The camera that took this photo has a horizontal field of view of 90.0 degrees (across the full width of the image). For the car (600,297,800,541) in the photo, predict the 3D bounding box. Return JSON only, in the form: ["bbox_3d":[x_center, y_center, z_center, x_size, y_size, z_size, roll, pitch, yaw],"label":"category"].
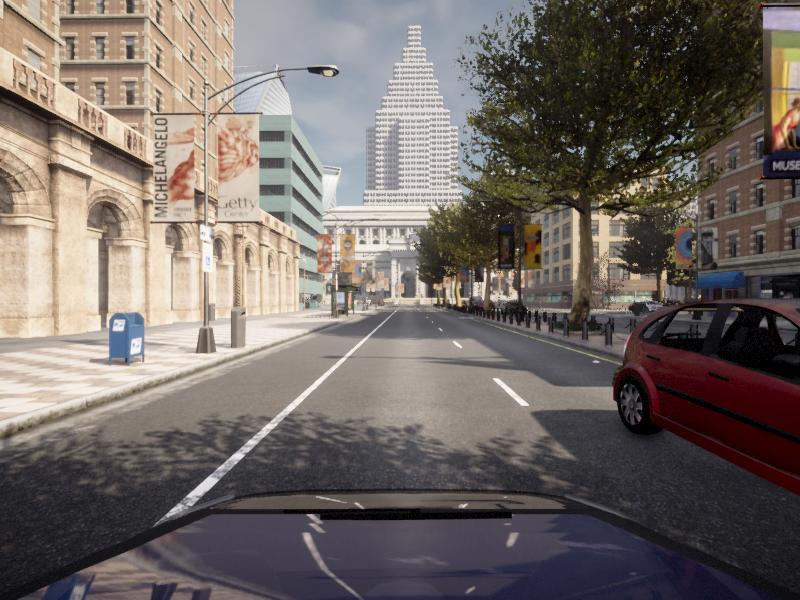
[{"bbox_3d":[3.587,0.788,3.390,1.851,1.617,3.988,0,0,1],"label":"car"}]

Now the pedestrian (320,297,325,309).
[{"bbox_3d":[-12.805,0.485,66.223,0.751,1.860,0.751,0,0,-22],"label":"pedestrian"}]

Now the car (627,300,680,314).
[{"bbox_3d":[30.049,0.825,47.498,4.974,1.542,2.038,0,0,-3],"label":"car"}]

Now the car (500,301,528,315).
[{"bbox_3d":[12.383,0.869,43.679,1.812,1.442,4.674,0,0,1],"label":"car"}]
